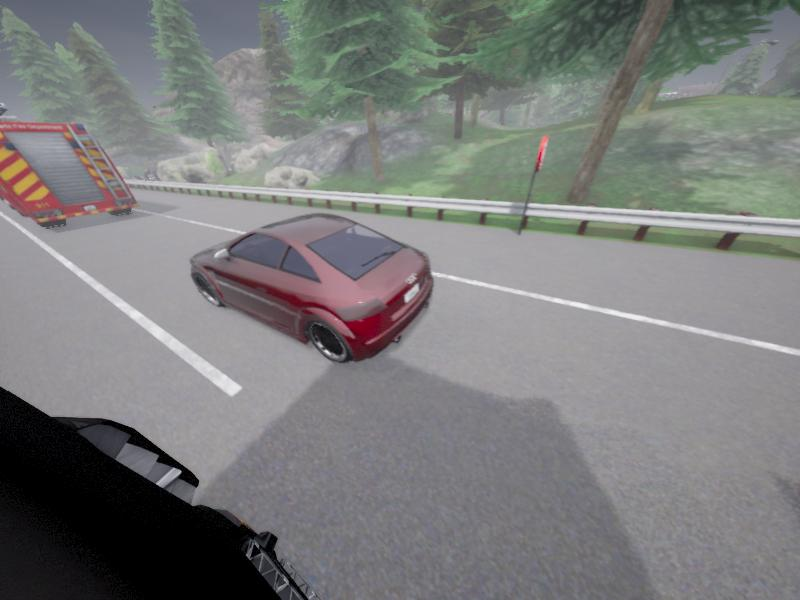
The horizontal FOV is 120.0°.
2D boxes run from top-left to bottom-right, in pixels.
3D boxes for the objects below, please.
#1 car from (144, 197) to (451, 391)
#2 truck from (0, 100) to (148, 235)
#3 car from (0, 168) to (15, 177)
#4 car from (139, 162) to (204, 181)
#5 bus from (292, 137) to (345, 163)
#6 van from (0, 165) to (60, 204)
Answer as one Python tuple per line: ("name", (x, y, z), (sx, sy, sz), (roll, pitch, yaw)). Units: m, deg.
("car", (-1.592, -0.616, 3.720), (4.181, 1.385, 1.994), (16, 38, 26))
("truck", (-15.820, -5.726, 10.190), (8.468, 3.827, 2.891), (16, 38, 26))
("car", (-86.747, -27.173, 49.530), (1.837, 1.490, 4.892), (-17, 36, -20))
("car", (-27.190, -15.531, 27.727), (2.038, 1.542, 4.974), (15, 37, 24))
("bus", (-16.816, -31.800, 48.842), (3.944, 4.253, 10.273), (14, 37, 24))
("van", (-26.859, -8.358, 16.525), (4.480, 2.038, 2.069), (21, 41, 33))
